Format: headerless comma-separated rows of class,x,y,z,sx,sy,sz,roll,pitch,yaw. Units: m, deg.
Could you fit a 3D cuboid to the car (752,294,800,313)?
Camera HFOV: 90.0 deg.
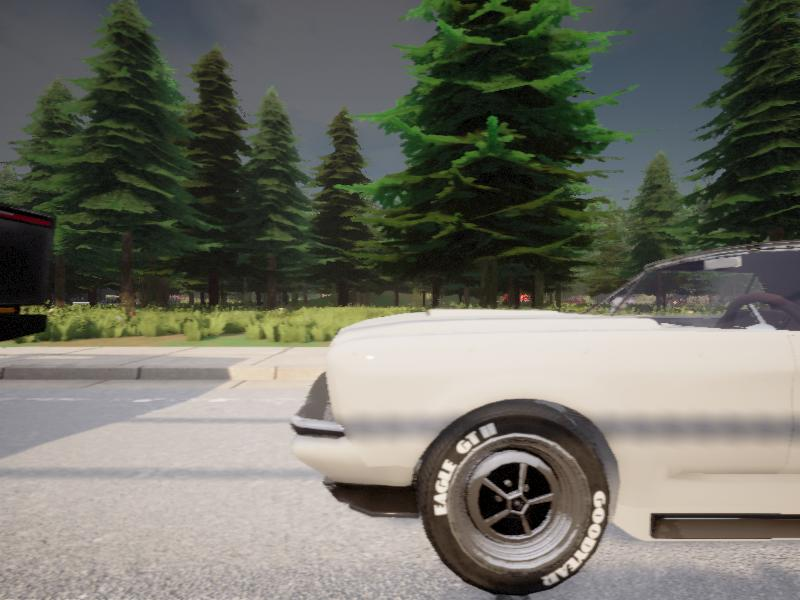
car,31.659,0.271,32.914,1.816,1.474,4.193,0,0,1

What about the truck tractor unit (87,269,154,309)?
truck tractor unit,-31.928,-1.186,46.078,3.053,4.208,6.516,0,0,1

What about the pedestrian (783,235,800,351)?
pedestrian,6.783,-0.107,6.312,0.751,1.860,0.751,0,0,5

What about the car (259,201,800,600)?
car,1.911,0.345,2.213,4.718,1.301,1.895,0,0,0

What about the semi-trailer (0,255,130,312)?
semi-trailer,-31.921,-1.290,38.165,2.717,4.402,14.254,0,0,0

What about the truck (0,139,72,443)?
truck,-5.896,-0.067,2.167,6.274,2.098,2.390,0,0,0

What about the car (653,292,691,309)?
car,31.912,0.065,47.072,1.905,1.878,3.866,0,0,1
